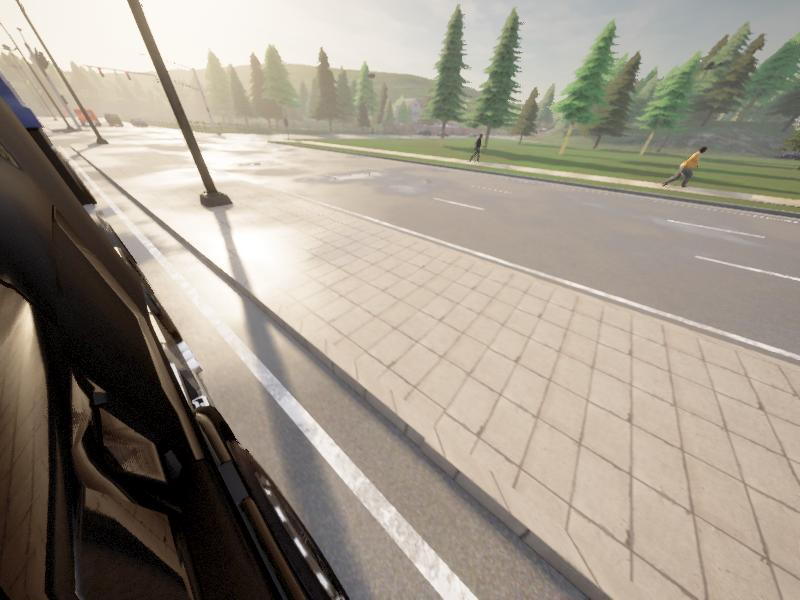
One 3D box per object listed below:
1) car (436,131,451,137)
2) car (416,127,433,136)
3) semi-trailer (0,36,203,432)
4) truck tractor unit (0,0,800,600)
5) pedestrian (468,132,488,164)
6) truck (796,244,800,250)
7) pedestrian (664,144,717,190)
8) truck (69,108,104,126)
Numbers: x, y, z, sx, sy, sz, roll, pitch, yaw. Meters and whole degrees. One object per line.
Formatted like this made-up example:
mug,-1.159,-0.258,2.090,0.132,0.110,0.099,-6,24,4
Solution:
car,12.883,-49.101,68.391,1.837,1.490,4.892,28,44,29
car,7.669,-52.280,71.835,2.150,2.045,5.566,28,44,29
semi-trailer,-8.764,-3.567,4.152,14.254,4.402,2.717,27,43,29
truck tractor unit,-2.645,-0.295,0.351,6.516,4.208,3.053,28,44,30
pedestrian,5.709,-11.105,16.907,0.751,1.860,0.751,27,43,29
truck,12.350,-0.450,3.280,6.274,2.098,2.390,27,43,29
pedestrian,14.262,-6.566,11.424,0.751,1.860,0.751,28,44,30
truck,-59.592,-34.724,43.906,5.204,2.467,2.627,27,43,29
